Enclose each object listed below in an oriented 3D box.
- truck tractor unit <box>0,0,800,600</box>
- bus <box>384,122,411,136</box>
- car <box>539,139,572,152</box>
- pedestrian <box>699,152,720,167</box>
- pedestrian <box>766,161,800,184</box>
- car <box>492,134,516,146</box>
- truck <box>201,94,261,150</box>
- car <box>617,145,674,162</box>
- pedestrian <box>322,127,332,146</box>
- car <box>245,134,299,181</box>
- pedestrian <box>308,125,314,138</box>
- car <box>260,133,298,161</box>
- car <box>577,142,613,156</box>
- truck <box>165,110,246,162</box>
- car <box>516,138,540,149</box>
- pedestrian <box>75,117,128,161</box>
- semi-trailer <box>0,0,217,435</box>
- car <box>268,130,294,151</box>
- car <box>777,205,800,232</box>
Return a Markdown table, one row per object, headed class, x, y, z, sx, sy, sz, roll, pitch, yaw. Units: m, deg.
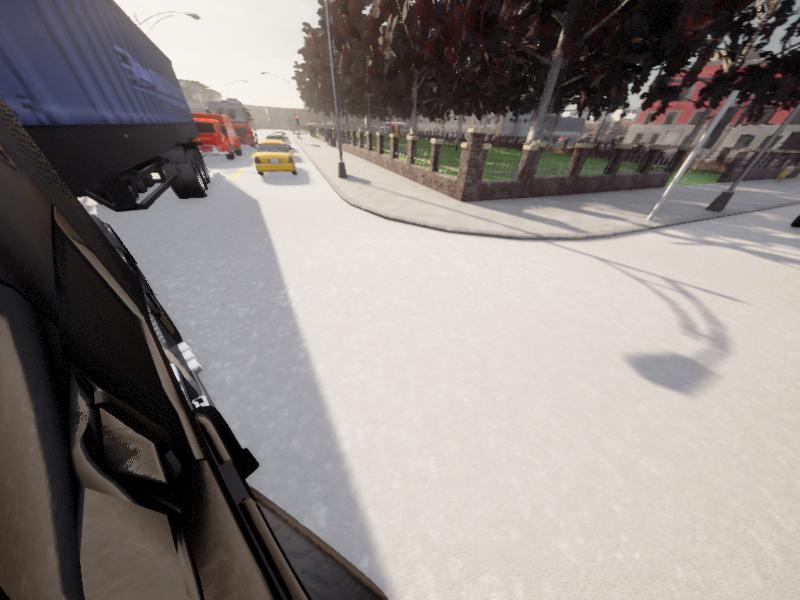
| class | x | y | z | sx | sy | sz | roll | pitch | yaw |
| --- | --- | --- | --- | --- | --- | --- | --- | --- | --- |
| truck tractor unit | -2.645 | -0.295 | 0.352 | 6.516 | 4.208 | 3.053 | 28 | 44 | 30 |
| bus | -1.142 | -70.320 | 94.918 | 10.273 | 4.253 | 3.944 | 24 | 41 | 26 |
| car | 27.864 | -27.830 | 41.592 | 2.007 | 1.525 | 4.514 | -12 | 39 | -19 |
| pedestrian | 32.885 | -14.912 | 24.526 | 0.751 | 1.300 | 0.751 | -23 | 44 | -30 |
| pedestrian | 26.714 | -8.849 | 15.978 | 0.751 | 1.300 | 0.751 | -12 | 39 | -19 |
| car | 22.878 | -35.419 | 51.177 | 1.932 | 1.855 | 4.605 | -12 | 39 | -19 |
| truck | -16.684 | -18.053 | 23.651 | 2.891 | 3.827 | 8.468 | -12 | 39 | -19 |
| car | 33.127 | -19.962 | 31.382 | 1.837 | 1.490 | 4.892 | -13 | 39 | -20 |
| pedestrian | -8.867 | -19.875 | 28.036 | 0.751 | 1.860 | 0.751 | -12 | 39 | -19 |
| car | -6.670 | -7.811 | 12.410 | 1.801 | 1.575 | 5.366 | -12 | 39 | -18 |
| pedestrian | -16.610 | -31.450 | 43.097 | 0.751 | 1.860 | 0.751 | -12 | 39 | -19 |
| car | -9.337 | -11.911 | 17.907 | 2.033 | 1.411 | 5.357 | -12 | 39 | -19 |
| car | 30.584 | -23.785 | 36.306 | 1.789 | 1.549 | 3.705 | -12 | 39 | -19 |
| truck | -12.870 | -11.256 | 15.900 | 2.627 | 2.467 | 5.204 | -12 | 39 | -19 |
| car | 25.508 | -31.321 | 46.175 | 1.970 | 1.475 | 3.806 | -12 | 39 | -19 |
| pedestrian | -15.781 | -8.505 | 12.292 | 0.751 | 1.860 | 0.751 | -12 | 39 | -19 |
| semi-trailer | -7.114 | -4.345 | 5.341 | 2.717 | 4.402 | 14.254 | -18 | 41 | -25 |
| car | -11.767 | -15.774 | 22.829 | 1.845 | 1.501 | 3.633 | -13 | 39 | -20 |
| car | 14.712 | -2.884 | 7.208 | 3.633 | 1.501 | 1.845 | -12 | 39 | -19 |
